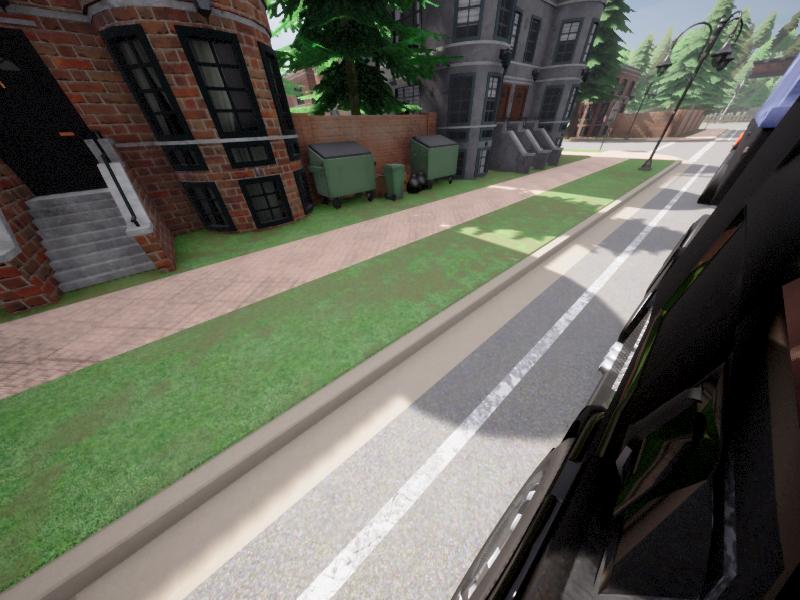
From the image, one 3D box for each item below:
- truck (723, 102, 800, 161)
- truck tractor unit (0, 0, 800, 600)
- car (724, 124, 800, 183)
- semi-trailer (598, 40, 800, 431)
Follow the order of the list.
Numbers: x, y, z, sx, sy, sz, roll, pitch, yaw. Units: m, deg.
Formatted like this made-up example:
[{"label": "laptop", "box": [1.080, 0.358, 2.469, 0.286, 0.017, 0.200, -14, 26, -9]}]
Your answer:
[{"label": "truck", "box": [21.916, -9.848, 13.385, 5.204, 2.467, 2.627, -28, 44, -30]}, {"label": "truck tractor unit", "box": [2.645, -0.295, 0.351, 6.516, 4.208, 3.053, -28, 44, -30]}, {"label": "car", "box": [16.111, -6.402, 9.847, 5.238, 1.638, 1.930, -28, 44, -30]}, {"label": "semi-trailer", "box": [8.695, -3.607, 4.232, 14.254, 4.402, 2.717, -28, 44, -30]}]
